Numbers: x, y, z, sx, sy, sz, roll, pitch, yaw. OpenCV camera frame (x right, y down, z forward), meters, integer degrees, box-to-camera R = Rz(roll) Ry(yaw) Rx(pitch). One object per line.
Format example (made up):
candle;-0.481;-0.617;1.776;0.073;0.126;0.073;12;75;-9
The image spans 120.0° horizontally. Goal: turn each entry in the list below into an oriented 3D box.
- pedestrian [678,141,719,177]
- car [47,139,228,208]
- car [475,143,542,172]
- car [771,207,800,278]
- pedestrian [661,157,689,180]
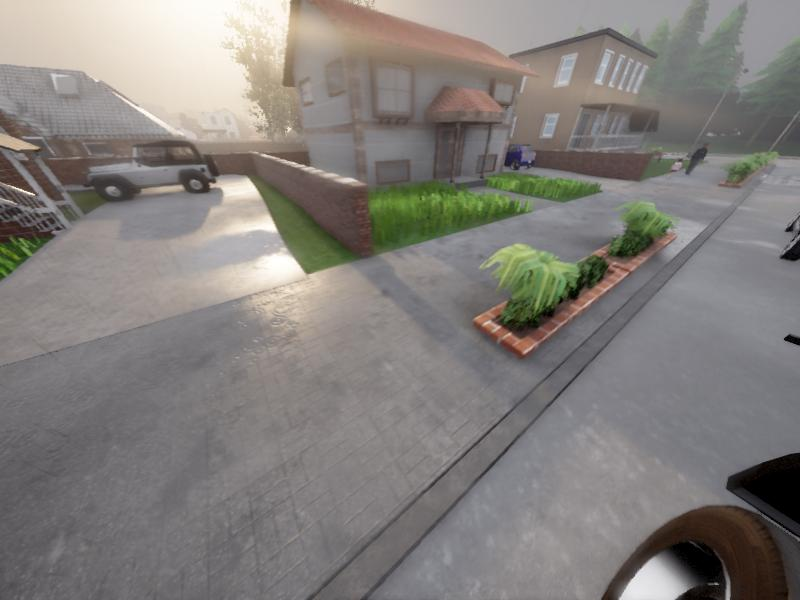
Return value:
pedestrian;18.493;-8.766;14.356;0.751;1.860;0.751;28;44;34
car;-9.345;-5.017;8.883;3.866;1.878;1.905;-22;41;-28
car;7.478;-10.138;16.291;1.845;1.501;3.633;-22;41;-28
car;10.229;-1.680;4.786;5.238;1.638;1.930;-22;41;-28
pedestrian;15.890;-7.589;13.368;0.500;1.100;0.500;-21;40;-27
